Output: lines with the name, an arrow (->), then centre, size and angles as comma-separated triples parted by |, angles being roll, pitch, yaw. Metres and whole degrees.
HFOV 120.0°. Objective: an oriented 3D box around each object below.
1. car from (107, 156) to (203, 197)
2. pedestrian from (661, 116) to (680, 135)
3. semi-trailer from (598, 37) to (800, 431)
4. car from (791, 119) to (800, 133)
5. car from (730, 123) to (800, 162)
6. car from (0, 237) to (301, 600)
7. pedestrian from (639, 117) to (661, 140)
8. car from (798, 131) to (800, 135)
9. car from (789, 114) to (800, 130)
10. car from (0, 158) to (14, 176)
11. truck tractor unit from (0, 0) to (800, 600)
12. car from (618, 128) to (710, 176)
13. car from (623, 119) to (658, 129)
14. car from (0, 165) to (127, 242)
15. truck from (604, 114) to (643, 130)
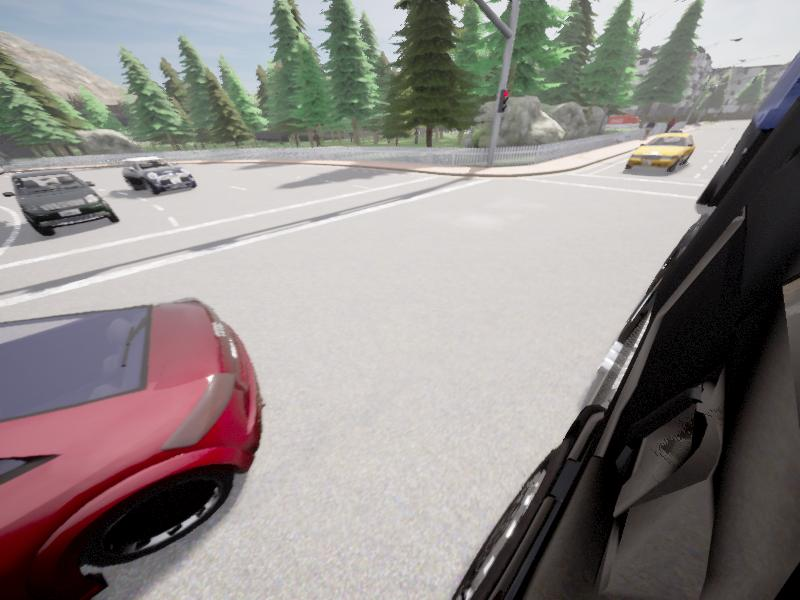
car -> -12.736, -6.557, 12.071 | 3.806, 1.475, 1.970 | 17, 41, 25
pedestrian -> 34.281, -22.119, 29.264 | 0.751, 1.860, 0.751 | -28, 43, -30
semi-trailer -> 8.688, -3.611, 4.238 | 14.254, 4.402, 2.717 | -28, 43, -30
car -> 46.130, -19.575, 25.640 | 4.792, 1.488, 2.163 | -28, 43, -30
car -> 21.357, -9.116, 13.266 | 4.792, 1.488, 2.163 | -28, 43, -30
car -> -3.092, 1.200, 1.100 | 4.181, 1.385, 1.994 | -28, 43, -30
pedestrian -> 26.127, -17.932, 24.188 | 0.751, 1.860, 0.751 | -26, 42, -28
car -> 40.999, -16.843, 22.269 | 5.008, 1.535, 1.882 | -28, 44, -30
car -> 51.360, -22.392, 29.025 | 5.008, 1.535, 1.882 | -28, 43, -30
car -> -42.316, -12.846, 22.397 | 4.611, 1.667, 2.242 | -8, 37, -7
truck tractor unit -> 2.645, -0.295, 0.351 | 6.516, 4.208, 3.053 | -28, 44, -30
car -> 13.490, -7.649, 11.751 | 5.366, 1.575, 1.801 | -27, 43, -29
car -> 53.790, -39.332, 51.674 | 2.128, 1.511, 4.902 | -27, 43, -29
car -> -11.061, -3.331, 7.551 | 3.705, 1.549, 1.789 | 23, 44, 31
truck -> 49.505, -39.426, 51.290 | 2.627, 2.467, 5.204 | -27, 43, -29
